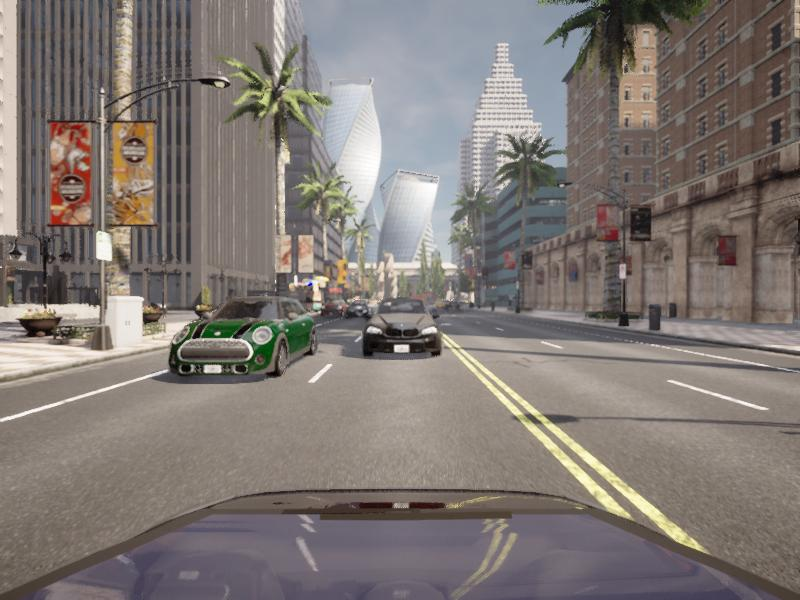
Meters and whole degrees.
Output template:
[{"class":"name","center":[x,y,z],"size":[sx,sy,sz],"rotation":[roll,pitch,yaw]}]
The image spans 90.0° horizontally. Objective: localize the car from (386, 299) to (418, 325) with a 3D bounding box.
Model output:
[{"class":"car","center":[0.160,0.752,27.540],"size":[2.033,1.649,4.856],"rotation":[0,0,0]}]

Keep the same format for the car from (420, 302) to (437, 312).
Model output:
[{"class":"car","center":[3.637,0.896,52.364],"size":[1.895,1.301,4.718],"rotation":[0,0,0]}]

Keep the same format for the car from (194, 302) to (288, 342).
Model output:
[{"class":"car","center":[-6.596,0.836,17.316],"size":[2.163,1.488,4.792],"rotation":[0,0,0]}]

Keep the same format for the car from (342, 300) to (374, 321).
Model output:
[{"class":"car","center":[-3.309,0.798,32.616],"size":[2.038,1.542,4.974],"rotation":[0,0,0]}]

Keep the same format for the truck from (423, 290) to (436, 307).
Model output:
[{"class":"truck","center":[6.994,-0.410,95.148],"size":[2.891,3.827,8.468],"rotation":[0,0,3]}]

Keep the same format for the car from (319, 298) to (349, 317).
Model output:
[{"class":"car","center":[-6.391,0.661,39.277],"size":[2.185,1.767,4.553],"rotation":[0,0,0]}]

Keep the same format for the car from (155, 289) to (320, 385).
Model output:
[{"class":"car","center":[-3.453,0.685,9.652],"size":[2.097,1.767,4.553],"rotation":[0,0,0]}]

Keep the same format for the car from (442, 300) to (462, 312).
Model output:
[{"class":"car","center":[7.130,0.785,55.666],"size":[2.128,1.511,4.902],"rotation":[0,0,0]}]

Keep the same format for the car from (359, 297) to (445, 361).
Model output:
[{"class":"car","center":[0.064,0.744,12.639],"size":[2.242,1.667,4.611],"rotation":[0,0,0]}]
